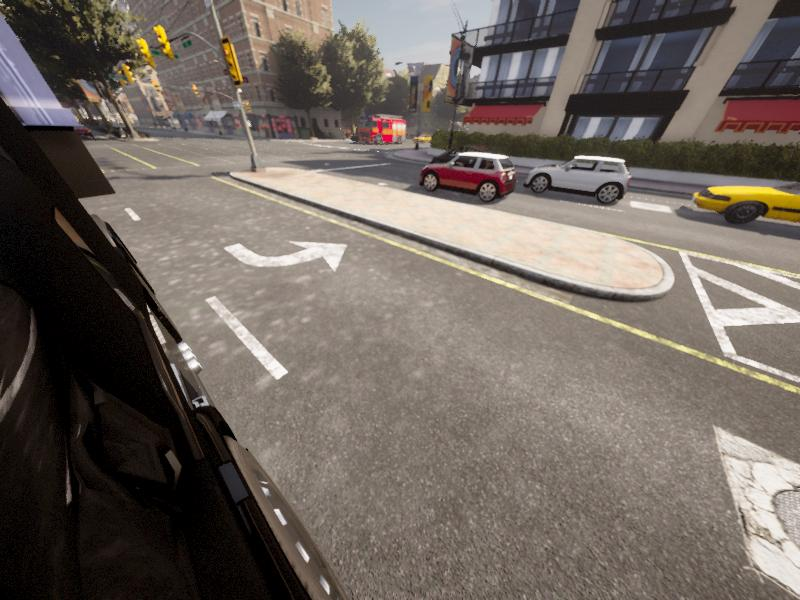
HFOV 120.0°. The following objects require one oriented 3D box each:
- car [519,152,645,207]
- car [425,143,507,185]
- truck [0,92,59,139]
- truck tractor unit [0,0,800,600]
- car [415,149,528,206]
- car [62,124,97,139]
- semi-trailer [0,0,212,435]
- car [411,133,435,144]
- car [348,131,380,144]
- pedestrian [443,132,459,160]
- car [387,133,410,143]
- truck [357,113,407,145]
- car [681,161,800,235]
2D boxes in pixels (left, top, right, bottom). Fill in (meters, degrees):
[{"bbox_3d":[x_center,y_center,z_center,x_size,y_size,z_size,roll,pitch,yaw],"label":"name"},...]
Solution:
[{"bbox_3d":[7.699,-5.395,10.066,3.806,1.475,1.970,27,43,30],"label":"car"},{"bbox_3d":[3.507,-7.588,12.736,3.705,1.549,1.789,27,43,30],"label":"car"},{"bbox_3d":[-42.463,-20.652,25.992,8.468,3.827,2.891,27,43,30],"label":"truck"},{"bbox_3d":[-2.645,-0.295,0.351,6.516,4.208,3.053,28,44,30],"label":"truck tractor unit"},{"bbox_3d":[2.777,-5.236,9.586,3.806,1.475,1.970,27,43,30],"label":"car"},{"bbox_3d":[-39.818,-20.953,28.666,4.718,1.301,1.895,27,43,30],"label":"car"},{"bbox_3d":[-9.467,-2.908,3.308,14.254,4.402,2.717,18,40,20],"label":"semi-trailer"},{"bbox_3d":[4.579,-31.552,45.123,1.801,1.575,5.366,27,43,30],"label":"car"},{"bbox_3d":[-5.953,-27.432,38.943,1.930,1.638,5.238,27,43,29],"label":"car"},{"bbox_3d":[4.285,-13.008,19.541,0.751,1.860,0.751,28,44,30],"label":"pedestrian"},{"bbox_3d":[-0.244,-31.391,44.763,1.812,1.442,4.674,27,43,29],"label":"car"},{"bbox_3d":[-2.638,-27.331,37.153,2.891,3.827,8.468,27,43,29],"label":"truck"},{"bbox_3d":[12.708,-2.858,6.822,5.366,1.575,1.801,27,43,30],"label":"car"}]
